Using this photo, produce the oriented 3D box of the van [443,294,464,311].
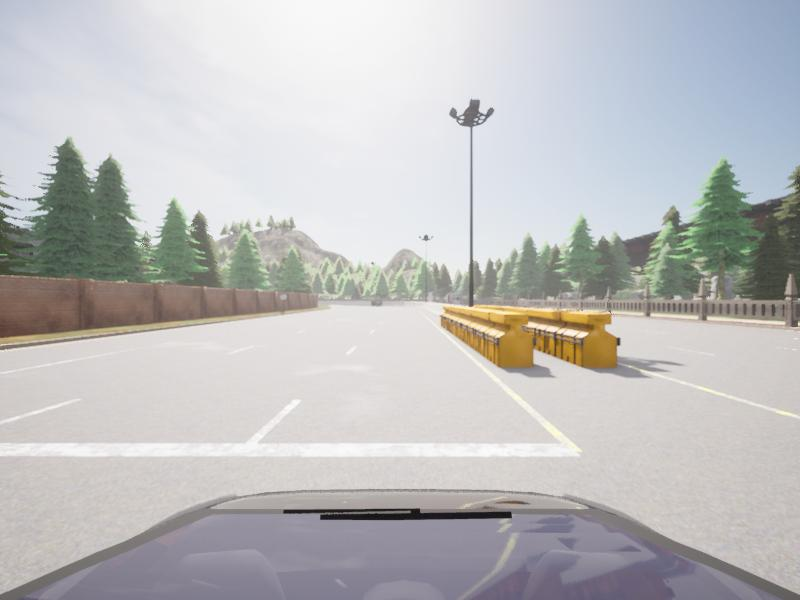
[{"bbox_3d":[7.993,0.312,60.378,2.351,2.431,6.366,0,0,0],"label":"van"}]
